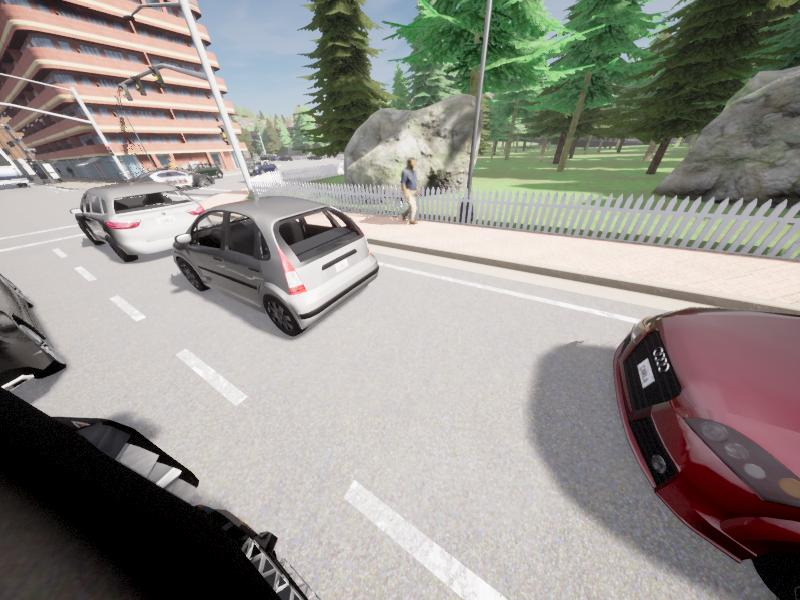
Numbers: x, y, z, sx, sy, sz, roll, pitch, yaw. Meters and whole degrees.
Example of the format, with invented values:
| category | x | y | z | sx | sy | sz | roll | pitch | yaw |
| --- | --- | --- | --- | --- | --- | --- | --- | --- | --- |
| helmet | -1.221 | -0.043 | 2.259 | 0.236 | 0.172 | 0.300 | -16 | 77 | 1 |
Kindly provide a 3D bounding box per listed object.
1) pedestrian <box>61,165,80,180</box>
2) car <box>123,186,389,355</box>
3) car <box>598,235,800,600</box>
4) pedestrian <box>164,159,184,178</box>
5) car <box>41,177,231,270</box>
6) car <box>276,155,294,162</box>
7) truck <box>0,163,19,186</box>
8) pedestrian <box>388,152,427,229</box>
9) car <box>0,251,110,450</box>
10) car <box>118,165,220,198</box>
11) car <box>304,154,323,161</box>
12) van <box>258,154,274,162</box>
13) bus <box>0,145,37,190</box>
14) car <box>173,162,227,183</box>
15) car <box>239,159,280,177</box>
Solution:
| category | x | y | z | sx | sy | sz | roll | pitch | yaw |
| --- | --- | --- | --- | --- | --- | --- | --- | --- | --- |
| pedestrian | -48.974 | -19.007 | 34.370 | 0.751 | 1.860 | 0.751 | 17 | 38 | 27 |
| car | -2.423 | -0.928 | 4.081 | 3.988 | 1.617 | 1.851 | 16 | 38 | 27 |
| car | 3.739 | 1.000 | 0.916 | 4.181 | 1.385 | 1.994 | 18 | 39 | 28 |
| pedestrian | -26.759 | -15.559 | 27.354 | 0.751 | 1.860 | 0.751 | 4 | 34 | 10 |
| car | -7.776 | -2.547 | 6.876 | 4.611 | 1.667 | 2.242 | 17 | 38 | 27 |
| car | -32.698 | -40.133 | 65.468 | 4.892 | 1.490 | 1.837 | 17 | 38 | 27 |
| truck | -60.300 | -18.903 | 33.626 | 8.468 | 3.827 | 2.891 | 16 | 38 | 27 |
| pedestrian | 0.243 | -3.122 | 6.631 | 0.751 | 1.860 | 0.751 | 16 | 38 | 26 |
| car | -6.015 | 0.308 | 2.584 | 4.902 | 1.511 | 2.128 | 16 | 38 | 27 |
| car | -17.169 | -9.138 | 17.572 | 2.038 | 1.542 | 4.974 | 14 | 37 | 24 |
| car | -23.785 | -39.230 | 63.503 | 5.357 | 1.411 | 2.033 | 23 | 41 | 33 |
| van | -40.266 | -42.605 | 69.340 | 4.442 | 1.987 | 1.775 | 17 | 38 | 27 |
| bus | -49.467 | -15.799 | 27.735 | 10.273 | 4.253 | 3.944 | 16 | 38 | 27 |
| car | -21.157 | -13.660 | 24.657 | 1.789 | 1.549 | 3.705 | 9 | 35 | 17 |
| car | -16.471 | -15.684 | 27.411 | 1.970 | 1.475 | 3.806 | 4 | 34 | 10 |
